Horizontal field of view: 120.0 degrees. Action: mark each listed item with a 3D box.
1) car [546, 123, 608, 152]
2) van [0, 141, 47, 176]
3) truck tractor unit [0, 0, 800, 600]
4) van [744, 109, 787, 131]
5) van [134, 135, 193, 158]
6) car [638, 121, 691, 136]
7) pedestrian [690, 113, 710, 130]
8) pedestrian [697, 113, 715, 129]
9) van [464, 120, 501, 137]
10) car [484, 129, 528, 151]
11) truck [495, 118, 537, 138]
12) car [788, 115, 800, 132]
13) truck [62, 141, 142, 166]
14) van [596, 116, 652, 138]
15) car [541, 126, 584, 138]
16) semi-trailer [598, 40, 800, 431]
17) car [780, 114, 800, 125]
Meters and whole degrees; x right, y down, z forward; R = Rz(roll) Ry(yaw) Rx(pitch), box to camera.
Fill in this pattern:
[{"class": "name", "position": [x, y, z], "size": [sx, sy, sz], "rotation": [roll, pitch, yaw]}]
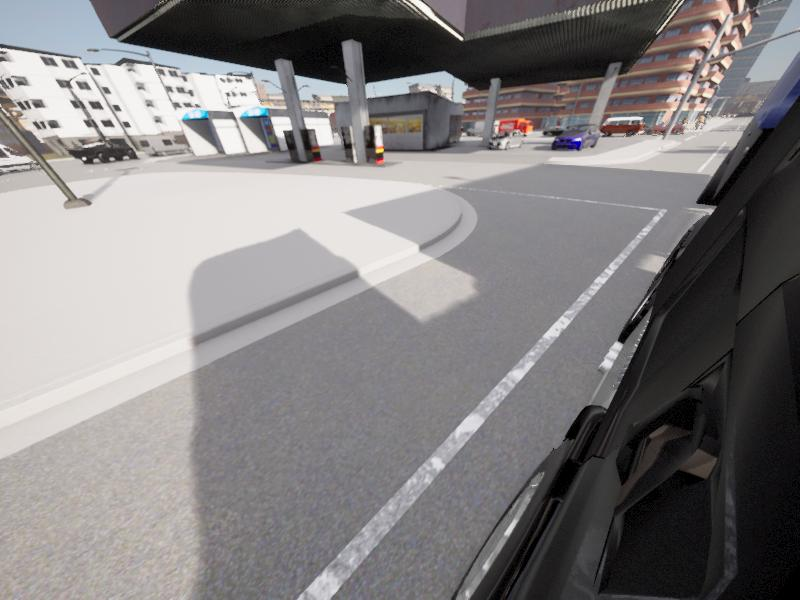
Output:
[{"class": "car", "position": [14.461, -13.293, 18.862], "size": [4.611, 1.667, 2.242], "rotation": [-28, 44, -30]}, {"class": "van", "position": [-39.106, -13.581, 22.223], "size": [1.988, 2.561, 5.915], "rotation": [-13, 38, -13]}, {"class": "truck tractor unit", "position": [2.645, -0.295, 0.351], "size": [6.516, 4.208, 3.053], "rotation": [-28, 44, -30]}, {"class": "van", "position": [46.588, -22.962, 29.561], "size": [4.480, 2.038, 2.069], "rotation": [-28, 43, -30]}, {"class": "van", "position": [-35.975, -23.706, 35.534], "size": [1.988, 2.561, 5.915], "rotation": [5, 37, 10]}, {"class": "car", "position": [34.009, -22.154, 29.860], "size": [4.181, 1.385, 1.994], "rotation": [27, 46, 33]}, {"class": "pedestrian", "position": [43.758, -26.040, 33.705], "size": [0.751, 1.860, 0.751], "rotation": [1, 37, 5]}, {"class": "pedestrian", "position": [44.767, -26.160, 33.799], "size": [0.751, 1.860, 0.751], "rotation": [26, 46, 33]}, {"class": "van", "position": [16.329, -33.988, 45.929], "size": [2.351, 2.431, 6.366], "rotation": [-29, 44, -30]}, {"class": "car", "position": [10.189, -15.371, 22.184], "size": [3.806, 1.475, 1.970], "rotation": [-28, 44, -30]}, {"class": "truck", "position": [19.373, -28.799, 38.769], "size": [2.627, 2.467, 5.204], "rotation": [-29, 44, -30]}, {"class": "car", "position": [47.791, -20.466, 26.611], "size": [4.792, 1.488, 2.163], "rotation": [-32, 46, -33]}, {"class": "truck", "position": [-36.872, -18.504, 29.016], "size": [2.390, 2.098, 6.274], "rotation": [-5, 37, -3]}, {"class": "van", "position": [28.813, -22.373, 29.937], "size": [2.069, 2.038, 4.480], "rotation": [-29, 44, -31]}, {"class": "car", "position": [24.185, -25.175, 34.596], "size": [1.895, 1.301, 4.718], "rotation": [-29, 44, -30]}, {"class": "semi-trailer", "position": [8.687, -3.619, 4.229], "size": [14.254, 4.402, 2.717], "rotation": [-28, 44, -30]}, {"class": "car", "position": [64.048, -29.280, 37.468], "size": [4.718, 1.301, 1.895], "rotation": [-28, 44, -30]}]
